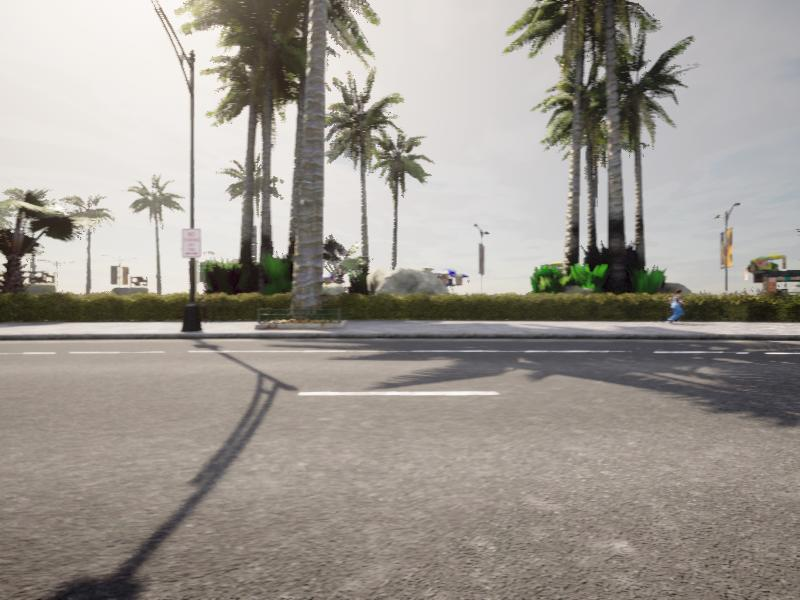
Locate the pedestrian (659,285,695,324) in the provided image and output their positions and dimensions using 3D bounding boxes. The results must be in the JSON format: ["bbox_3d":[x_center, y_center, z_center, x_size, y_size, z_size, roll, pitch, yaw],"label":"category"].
[{"bbox_3d":[9.528,0.163,13.801,0.751,1.300,0.751,0,0,6],"label":"pedestrian"}]
